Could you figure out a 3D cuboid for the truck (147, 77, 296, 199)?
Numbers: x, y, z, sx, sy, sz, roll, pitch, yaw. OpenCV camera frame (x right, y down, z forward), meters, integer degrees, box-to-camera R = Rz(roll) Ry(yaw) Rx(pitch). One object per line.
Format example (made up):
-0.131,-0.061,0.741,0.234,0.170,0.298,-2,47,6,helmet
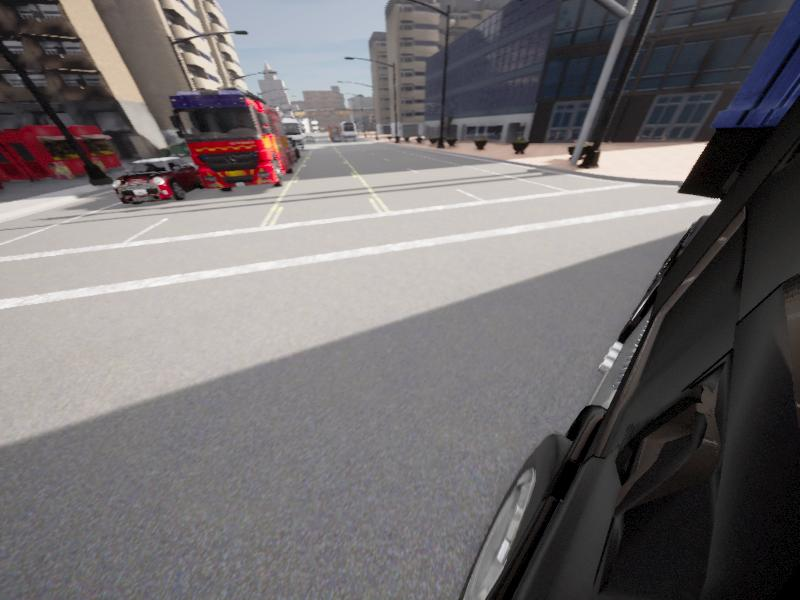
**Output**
-8.083,-8.553,12.425,2.891,3.827,8.468,-11,37,-11,truck

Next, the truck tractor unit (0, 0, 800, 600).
2.645,-0.295,0.351,6.516,4.208,3.053,-28,44,-30,truck tractor unit

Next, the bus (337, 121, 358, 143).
-14.329,-45.733,62.784,3.944,4.253,10.273,-11,38,-11,bus

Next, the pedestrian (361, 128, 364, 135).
-13.959,-63.164,86.632,0.751,1.860,0.751,-5,37,-3,pedestrian

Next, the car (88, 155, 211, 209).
-10.696,-5.449,10.380,1.970,1.475,3.806,-11,37,-11,car

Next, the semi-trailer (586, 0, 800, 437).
9.600,-2.767,3.020,14.254,4.402,2.717,-16,39,-17,semi-trailer

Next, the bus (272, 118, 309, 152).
-19.385,-28.946,40.553,3.944,4.253,10.273,-18,39,-20,bus

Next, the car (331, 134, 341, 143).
-16.696,-42.209,60.452,2.033,1.649,4.856,-11,38,-11,car

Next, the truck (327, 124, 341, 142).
-19.675,-49.587,68.423,2.891,3.827,8.468,-11,39,-11,truck
